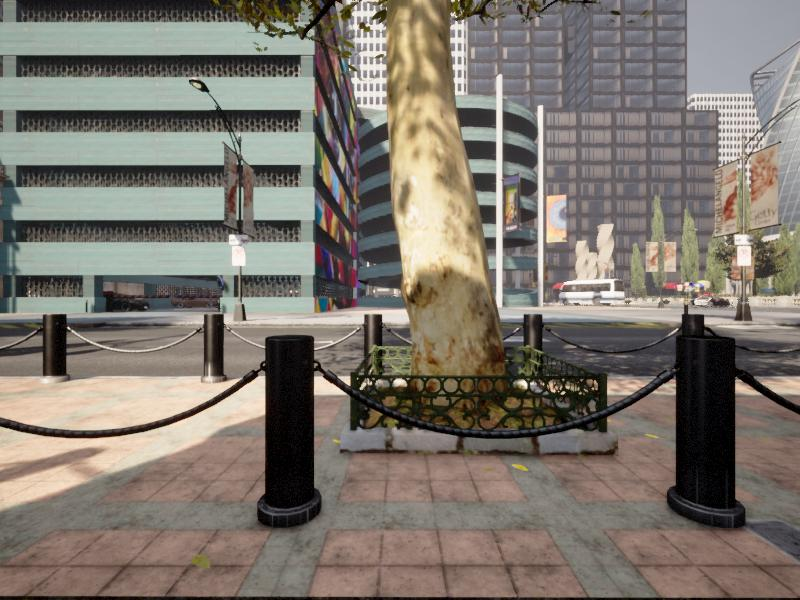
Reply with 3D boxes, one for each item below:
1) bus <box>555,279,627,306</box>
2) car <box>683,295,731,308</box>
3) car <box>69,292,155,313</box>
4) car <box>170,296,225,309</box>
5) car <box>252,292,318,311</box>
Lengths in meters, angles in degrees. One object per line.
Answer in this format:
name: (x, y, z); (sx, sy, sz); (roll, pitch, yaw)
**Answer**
bus: (31.683, -1.139, 67.001); (3.944, 4.253, 10.273); (0, 0, -32)
car: (39.985, 0.222, 52.274); (2.038, 1.542, 4.974); (0, 0, -6)
car: (-21.193, 0.157, 29.591); (4.786, 1.482, 2.161); (0, 0, 0)
car: (-20.752, 0.207, 41.191); (4.718, 1.301, 1.895); (0, 0, 0)
car: (-9.593, 0.117, 33.684); (4.902, 1.511, 2.128); (0, 0, 0)
